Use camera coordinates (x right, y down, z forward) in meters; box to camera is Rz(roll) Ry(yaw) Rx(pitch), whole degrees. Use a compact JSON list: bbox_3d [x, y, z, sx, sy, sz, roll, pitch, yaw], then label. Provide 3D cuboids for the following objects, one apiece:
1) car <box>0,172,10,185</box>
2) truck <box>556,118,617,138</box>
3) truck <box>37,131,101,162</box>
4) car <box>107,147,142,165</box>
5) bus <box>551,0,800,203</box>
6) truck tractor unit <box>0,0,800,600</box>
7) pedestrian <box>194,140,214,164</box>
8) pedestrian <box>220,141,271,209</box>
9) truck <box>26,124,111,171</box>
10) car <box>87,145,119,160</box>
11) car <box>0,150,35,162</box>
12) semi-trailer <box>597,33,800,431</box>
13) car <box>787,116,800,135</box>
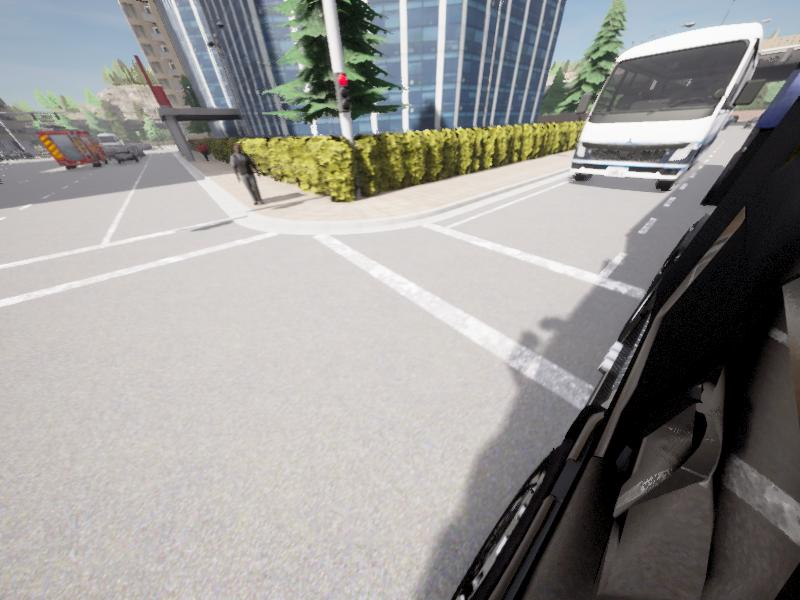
[{"bbox_3d":[-29.187,-8.218,15.237,1.930,1.638,5.238,-29,44,-31],"label":"car"},{"bbox_3d":[27.634,-25.634,34.560,2.390,2.098,6.274,-28,43,-30],"label":"truck"},{"bbox_3d":[-53.673,-25.232,37.893,2.891,3.827,8.468,-26,42,-28],"label":"truck"},{"bbox_3d":[-35.160,-18.533,29.623,2.128,1.511,4.902,-29,44,-30],"label":"car"},{"bbox_3d":[11.409,-7.675,9.703,10.273,4.253,3.944,-28,44,-30],"label":"bus"},{"bbox_3d":[2.645,-0.295,0.351,6.516,4.208,3.053,-28,44,-30],"label":"truck tractor unit"},{"bbox_3d":[-18.918,-14.295,22.280,0.751,1.860,0.751,-26,42,-28],"label":"pedestrian"},{"bbox_3d":[-5.136,-4.196,7.792,0.751,1.860,0.751,-19,40,-21],"label":"pedestrian"},{"bbox_3d":[-37.131,-17.542,26.473,2.891,3.827,8.468,-29,44,-30],"label":"truck"},{"bbox_3d":[-47.702,-23.762,37.234,2.097,1.767,4.553,-28,44,-30],"label":"car"},{"bbox_3d":[-77.250,-28.571,45.741,1.930,1.638,5.238,25,45,31],"label":"car"},{"bbox_3d":[8.740,-3.567,4.200,14.254,4.402,2.717,-28,43,-29],"label":"semi-trailer"},{"bbox_3d":[43.791,-18.585,24.542,4.974,1.542,2.038,-28,43,-30],"label":"car"}]
